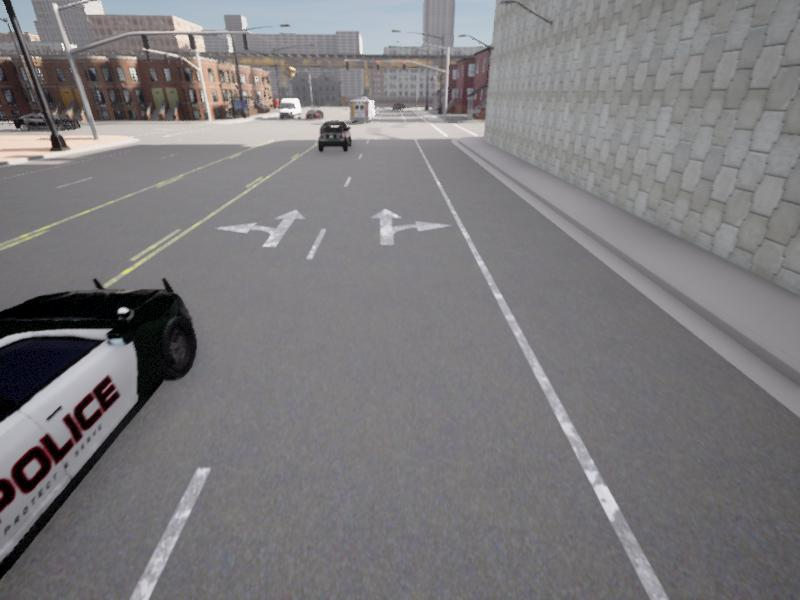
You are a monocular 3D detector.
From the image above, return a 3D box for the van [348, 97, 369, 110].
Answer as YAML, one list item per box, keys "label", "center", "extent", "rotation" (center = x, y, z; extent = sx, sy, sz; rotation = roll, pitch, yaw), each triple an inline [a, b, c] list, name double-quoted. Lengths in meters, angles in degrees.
- label: "van"
  center: [-9.588, -45.554, 92.582]
  extent: [1.988, 2.561, 5.915]
  rotation: [-17, 32, -31]

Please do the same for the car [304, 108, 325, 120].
- label: "car"
  center: [-11.636, -25.407, 54.622]
  extent: [1.994, 1.385, 4.181]
  rotation: [0, 27, -1]

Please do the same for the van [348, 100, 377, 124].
- label: "van"
  center: [-4.446, -23.035, 48.846]
  extent: [2.351, 2.431, 6.366]
  rotation: [3, 27, 4]

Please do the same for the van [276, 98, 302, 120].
- label: "van"
  center: [-15.158, -26.293, 55.065]
  extent: [1.988, 2.561, 5.915]
  rotation: [0, 27, -1]

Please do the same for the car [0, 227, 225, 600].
- label: "car"
  center: [-3.524, 0.880, 3.238]
  extent: [2.038, 1.542, 4.974]
  rotation: [-1, 27, -1]

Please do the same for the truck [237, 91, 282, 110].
- label: "truck"
  center: [-31.258, -44.558, 89.230]
  extent: [8.468, 3.827, 2.891]
  rotation: [0, 27, -1]

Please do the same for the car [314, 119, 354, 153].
- label: "car"
  center: [-4.007, -10.259, 24.858]
  extent: [1.851, 1.617, 3.988]
  rotation: [0, 27, -1]

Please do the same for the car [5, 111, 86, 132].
- label: "car"
  center: [-32.587, -16.490, 36.952]
  extent: [5.238, 1.638, 1.930]
  rotation: [-1, 27, -1]
